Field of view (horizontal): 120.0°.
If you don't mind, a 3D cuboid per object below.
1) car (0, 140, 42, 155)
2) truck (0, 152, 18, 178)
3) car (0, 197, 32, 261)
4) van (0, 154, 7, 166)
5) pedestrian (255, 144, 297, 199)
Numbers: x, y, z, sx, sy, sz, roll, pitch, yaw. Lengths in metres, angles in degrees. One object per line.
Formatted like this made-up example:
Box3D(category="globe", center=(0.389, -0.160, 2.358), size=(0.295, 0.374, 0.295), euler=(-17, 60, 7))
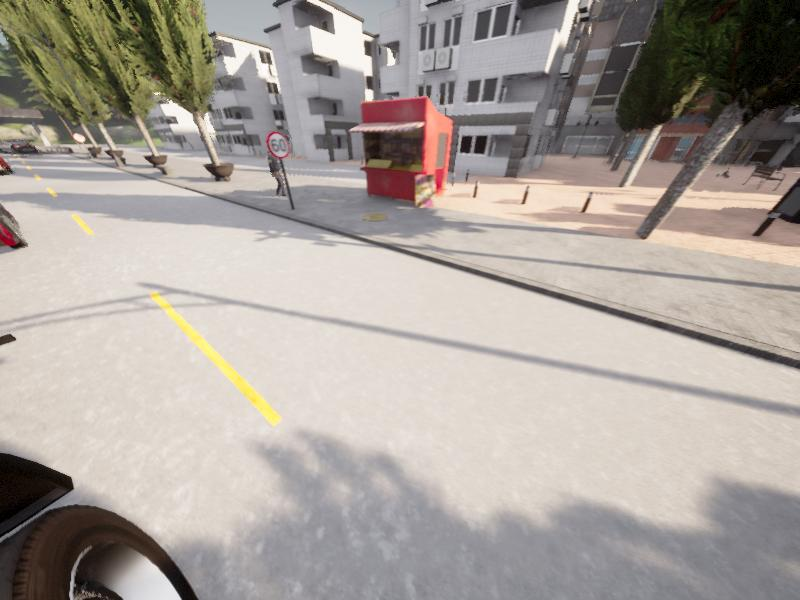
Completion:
Box3D(category="car", center=(-52.709, -20.871, 31.613), size=(4.974, 1.542, 2.038), euler=(9, 37, 13))
Box3D(category="truck", center=(-27.481, -9.193, 14.524), size=(5.204, 2.467, 2.627), euler=(22, 41, 28))
Box3D(category="car", center=(-10.751, -1.853, 5.236), size=(4.181, 1.385, 1.994), euler=(22, 41, 28))
Box3D(category="van", center=(-37.674, -13.450, 20.380), size=(5.915, 2.561, 1.988), euler=(23, 41, 28))
Box3D(category="pedestrian", center=(-4.954, -5.184, 9.359), size=(0.751, 1.860, 0.751), euler=(13, 37, 17))
